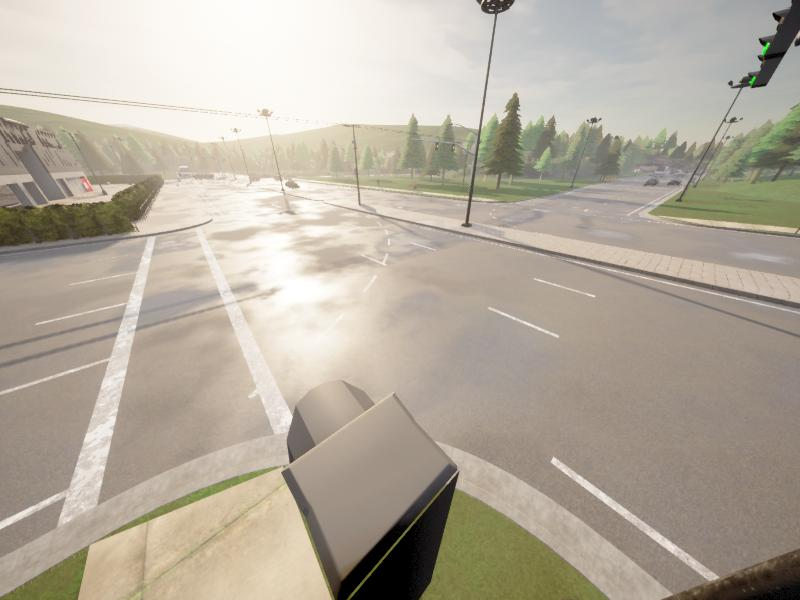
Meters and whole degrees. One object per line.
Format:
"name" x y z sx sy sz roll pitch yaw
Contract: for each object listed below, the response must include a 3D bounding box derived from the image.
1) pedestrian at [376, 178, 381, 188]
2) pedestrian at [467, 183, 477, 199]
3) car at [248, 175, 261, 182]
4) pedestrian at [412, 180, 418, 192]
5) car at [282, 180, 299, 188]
"pedestrian" -4.446 -24.157 47.734 0.751 1.860 0.751 -22 37 -33
"pedestrian" 10.078 -15.304 32.400 0.751 1.860 0.751 -22 36 -33
"car" -46.582 -38.900 73.861 2.152 1.651 5.027 -23 37 -34
"pedestrian" 2.629 -19.856 40.284 0.751 1.860 0.751 -22 37 -33
"car" -24.405 -25.921 51.633 1.994 1.385 4.181 -23 37 -34
